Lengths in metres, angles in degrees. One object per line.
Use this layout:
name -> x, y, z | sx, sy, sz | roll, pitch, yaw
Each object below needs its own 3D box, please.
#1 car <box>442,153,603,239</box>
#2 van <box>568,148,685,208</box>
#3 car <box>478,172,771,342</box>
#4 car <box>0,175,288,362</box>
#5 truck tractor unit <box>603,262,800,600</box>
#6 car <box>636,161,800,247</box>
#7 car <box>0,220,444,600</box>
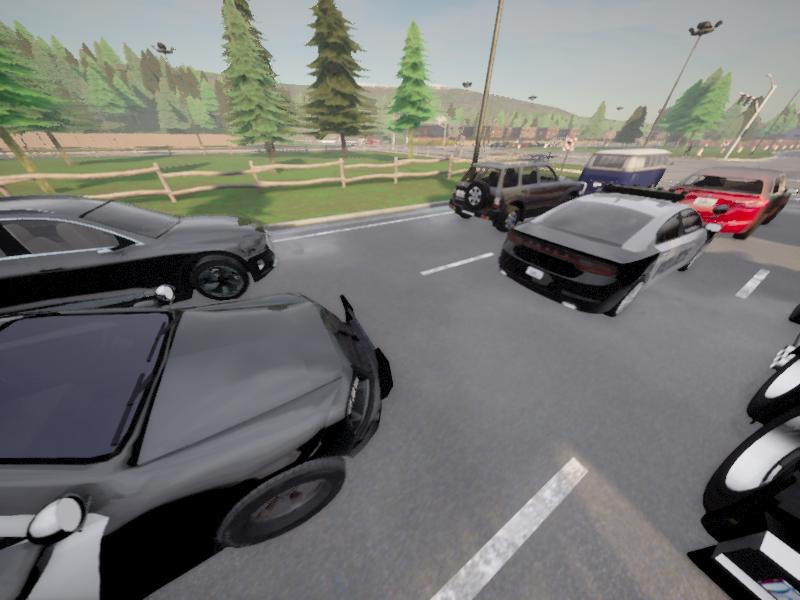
car -> 3.891, -3.579, 7.519 | 4.605, 1.855, 1.932 | -18, 39, -24
van -> 10.202, -5.670, 10.467 | 4.442, 1.987, 1.775 | -18, 39, -24
car -> 4.301, -1.308, 4.468 | 5.238, 1.638, 1.930 | -18, 39, -24
car -> -4.686, -0.689, 3.538 | 4.856, 1.649, 2.033 | -19, 39, -24
truck tractor unit -> 5.114, -0.295, 0.799 | 6.516, 4.208, 3.053 | -18, 39, -25
car -> 10.359, -3.287, 7.323 | 4.611, 1.667, 2.242 | -18, 39, -24
car -> -2.443, 0.924, 1.316 | 4.974, 1.542, 2.038 | -18, 39, -24
